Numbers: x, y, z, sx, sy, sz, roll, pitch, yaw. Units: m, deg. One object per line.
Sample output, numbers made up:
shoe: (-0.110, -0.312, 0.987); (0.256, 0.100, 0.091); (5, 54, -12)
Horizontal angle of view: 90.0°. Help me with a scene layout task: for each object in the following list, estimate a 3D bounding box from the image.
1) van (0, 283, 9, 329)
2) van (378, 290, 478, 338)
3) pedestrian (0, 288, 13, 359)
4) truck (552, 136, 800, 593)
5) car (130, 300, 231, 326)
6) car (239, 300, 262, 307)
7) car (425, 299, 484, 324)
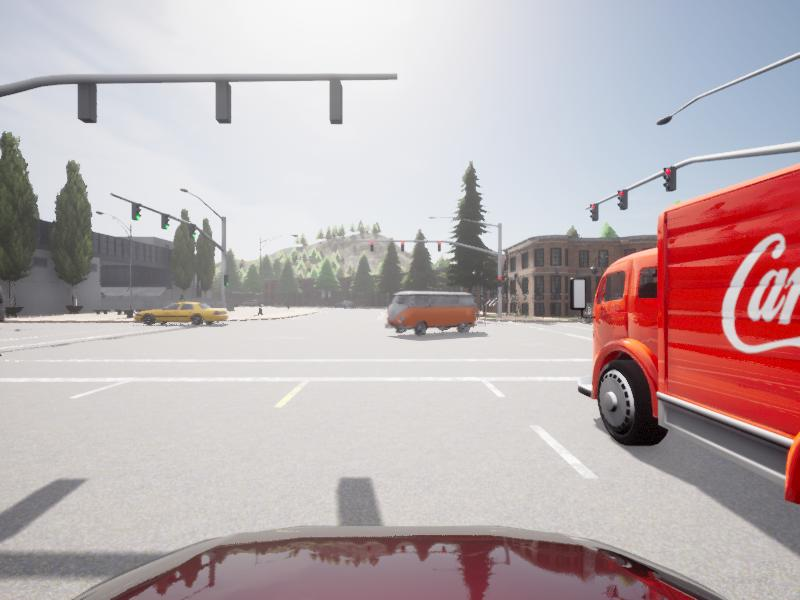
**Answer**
van: (-24.997, 0.322, 21.530); (5.915, 2.561, 1.988); (0, 0, -1)
van: (1.359, 0.600, 18.398); (4.442, 1.987, 1.775); (0, -1, -35)
pedestrian: (-10.792, 0.607, 10.384); (0.751, 1.860, 0.751); (0, 0, -4)
truck: (3.467, 0.353, 2.993); (2.627, 2.467, 5.204); (0, 0, -1)
car: (-13.690, 0.801, 25.158); (5.366, 1.575, 1.801); (0, 0, -1)
car: (-35.284, 0.823, 94.523); (4.611, 1.667, 2.242); (0, 0, 14)
car: (4.012, 0.777, 30.290); (2.033, 1.649, 4.856); (-2, 1, -26)
